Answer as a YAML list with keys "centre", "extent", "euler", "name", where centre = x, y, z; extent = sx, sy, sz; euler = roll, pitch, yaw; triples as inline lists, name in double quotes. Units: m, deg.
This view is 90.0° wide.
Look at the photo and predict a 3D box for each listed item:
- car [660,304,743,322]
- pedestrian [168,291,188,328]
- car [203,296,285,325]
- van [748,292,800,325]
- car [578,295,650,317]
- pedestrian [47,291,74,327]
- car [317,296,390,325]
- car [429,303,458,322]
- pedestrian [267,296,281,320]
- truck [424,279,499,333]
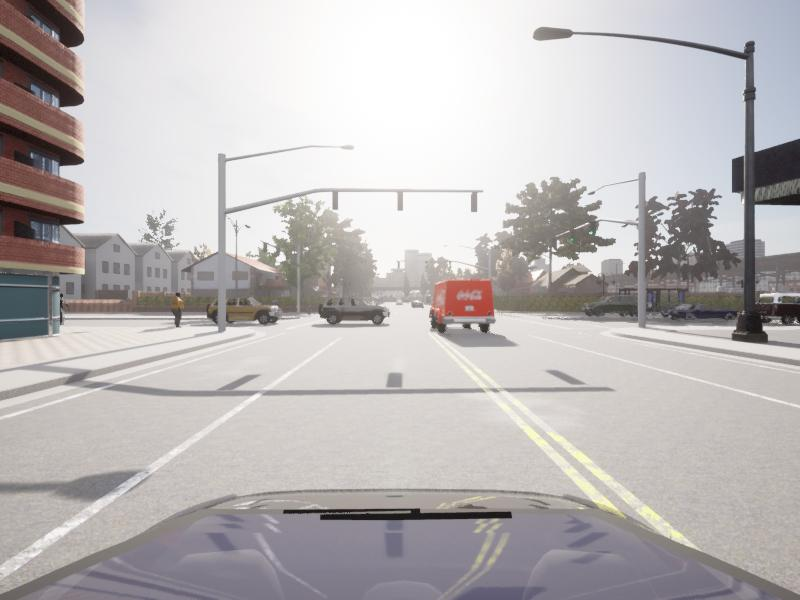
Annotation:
- centre: [22.263, 0.944, 29.708]
  extent: [4.718, 1.301, 1.895]
  euler: [0, 0, 0]
  name: "car"
- centre: [-11.426, 0.485, 20.580]
  extent: [0.751, 1.860, 0.751]
  euler: [0, 0, 44]
  name: "pedestrian"
- centre: [-10.177, 0.652, 26.346]
  extent: [4.605, 1.855, 1.932]
  euler: [0, 0, 0]
  name: "car"
- centre: [25.954, 0.564, 26.191]
  extent: [4.480, 2.038, 2.069]
  euler: [1, 0, 0]
  name: "van"
- centre: [20.090, 0.568, 37.719]
  extent: [5.566, 2.045, 2.150]
  euler: [0, 0, 0]
  name: "car"
- centre: [-17.896, 0.485, 21.099]
  extent: [0.751, 1.860, 0.751]
  euler: [0, 0, -1]
  name: "pedestrian"
- centre: [-2.954, 0.652, 26.313]
  extent: [4.605, 1.855, 1.932]
  euler: [0, 0, 0]
  name: "car"
- centre: [3.374, 0.944, 31.755]
  extent: [1.895, 1.301, 4.718]
  euler: [0, 0, 1]
  name: "car"
- centre: [-9.786, 0.637, 31.170]
  extent: [0.751, 1.860, 0.751]
  euler: [0, 0, 23]
  name: "pedestrian"
- centre: [2.934, 0.335, 20.677]
  extent: [2.627, 2.467, 5.204]
  euler: [0, -2, -5]
  name: "truck"
